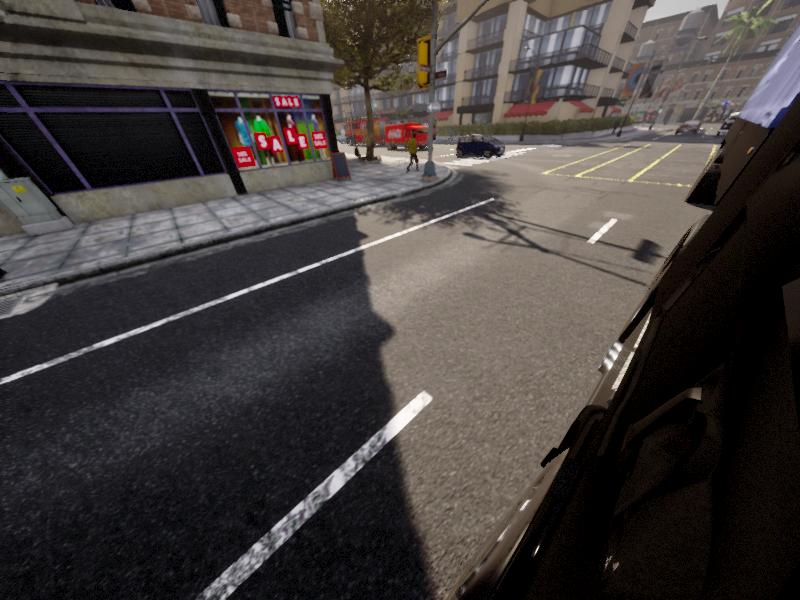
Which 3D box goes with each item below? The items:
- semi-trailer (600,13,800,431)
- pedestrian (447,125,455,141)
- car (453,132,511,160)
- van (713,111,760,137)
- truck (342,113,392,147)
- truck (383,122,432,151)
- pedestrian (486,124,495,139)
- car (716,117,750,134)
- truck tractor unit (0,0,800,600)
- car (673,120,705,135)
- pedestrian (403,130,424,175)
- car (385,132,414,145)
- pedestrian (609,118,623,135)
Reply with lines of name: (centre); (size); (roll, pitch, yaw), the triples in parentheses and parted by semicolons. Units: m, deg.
semi-trailer: (8.559, -3.702, 4.352); (14.254, 4.402, 2.717); (-30, 45, -31)
pedestrian: (7.941, -25.801, 35.715); (0.751, 1.860, 0.751); (-29, 44, -31)
car: (6.252, -12.012, 17.981); (1.789, 1.549, 3.705); (-30, 44, -31)
van: (36.780, -19.341, 25.371); (4.480, 2.038, 2.069); (-30, 45, -31)
truck: (-5.263, -26.353, 35.963); (2.891, 3.827, 8.468); (-30, 45, -31)
truck: (0.808, -18.892, 26.763); (2.627, 2.467, 5.204); (-30, 44, -31)
pedestrian: (13.646, -25.404, 34.816); (0.751, 1.860, 0.751); (-32, 46, -33)
car: (41.589, -21.852, 28.907); (4.674, 1.442, 1.812); (-30, 45, -31)
truck tractor unit: (2.645, -0.295, 0.351); (6.516, 4.208, 3.053); (-28, 44, -30)
car: (36.405, -21.711, 29.056); (4.674, 1.442, 1.812); (-30, 44, -31)
pedestrian: (0.690, -7.539, 11.819); (0.751, 1.860, 0.751); (-31, 45, -32)
car: (-0.077, -25.320, 36.167); (2.007, 1.525, 4.514); (-30, 45, -31)
pedestrian: (29.206, -23.509, 31.279); (0.751, 1.860, 0.751); (20, 42, 27)
